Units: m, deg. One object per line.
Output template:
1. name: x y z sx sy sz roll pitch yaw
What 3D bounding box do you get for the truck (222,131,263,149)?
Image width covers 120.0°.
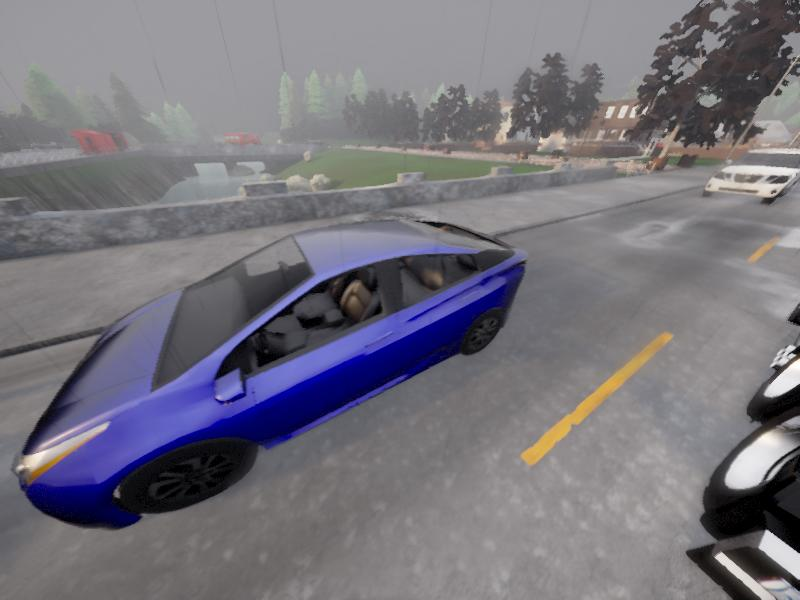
1. truck: -43.182 -44.028 63.572 8.468 3.827 2.891 -18 39 -24

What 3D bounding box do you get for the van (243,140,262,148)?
1. van: -43.284 -45.878 67.850 4.442 1.987 1.775 -18 39 -24

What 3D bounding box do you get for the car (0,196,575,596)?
1. car: -0.631 0.040 2.616 4.514 1.525 2.007 -18 39 -25

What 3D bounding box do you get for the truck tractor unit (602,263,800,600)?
1. truck tractor unit: 5.114 -0.295 0.793 6.516 4.208 3.053 -18 39 -24

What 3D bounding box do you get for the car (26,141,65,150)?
1. car: -78.500 -34.233 51.179 4.193 1.474 1.816 -18 39 -24

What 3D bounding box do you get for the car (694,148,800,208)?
1. car: 17.250 -6.029 11.074 5.566 2.045 2.150 -19 39 -25

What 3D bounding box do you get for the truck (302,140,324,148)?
1. truck: -28.186 -50.830 75.026 6.274 2.098 2.390 -18 39 -24

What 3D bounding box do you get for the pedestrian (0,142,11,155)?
1. pedestrian: -57.363 -21.812 33.008 0.751 1.860 0.751 -18 39 -25
